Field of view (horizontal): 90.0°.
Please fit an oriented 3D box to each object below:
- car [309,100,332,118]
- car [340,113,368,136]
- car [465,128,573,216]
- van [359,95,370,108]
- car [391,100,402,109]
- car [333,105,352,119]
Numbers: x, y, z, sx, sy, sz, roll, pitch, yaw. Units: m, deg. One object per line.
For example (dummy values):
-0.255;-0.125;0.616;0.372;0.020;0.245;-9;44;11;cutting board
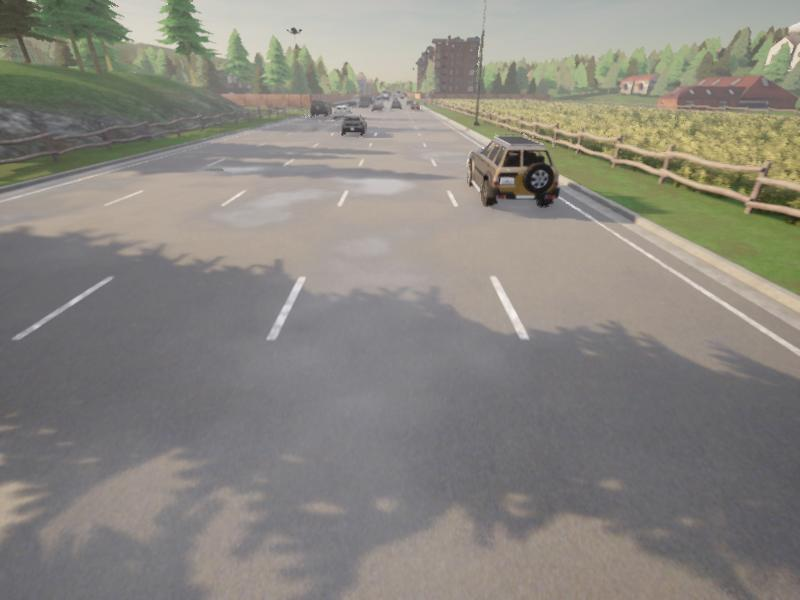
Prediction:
-10.894;-26.454;55.248;2.150;2.045;5.566;0;27;-1;car
-3.698;-14.348;32.576;1.816;1.474;4.193;0;28;0;car
3.430;-4.217;12.656;1.932;1.855;4.605;0;28;0;car
-7.809;-44.177;88.829;1.988;2.561;5.915;0;27;-1;van
-0.748;-40.892;83.669;2.242;1.667;4.611;0;27;-1;car
-7.359;-24.145;51.434;1.970;1.475;3.806;0;27;-1;car
